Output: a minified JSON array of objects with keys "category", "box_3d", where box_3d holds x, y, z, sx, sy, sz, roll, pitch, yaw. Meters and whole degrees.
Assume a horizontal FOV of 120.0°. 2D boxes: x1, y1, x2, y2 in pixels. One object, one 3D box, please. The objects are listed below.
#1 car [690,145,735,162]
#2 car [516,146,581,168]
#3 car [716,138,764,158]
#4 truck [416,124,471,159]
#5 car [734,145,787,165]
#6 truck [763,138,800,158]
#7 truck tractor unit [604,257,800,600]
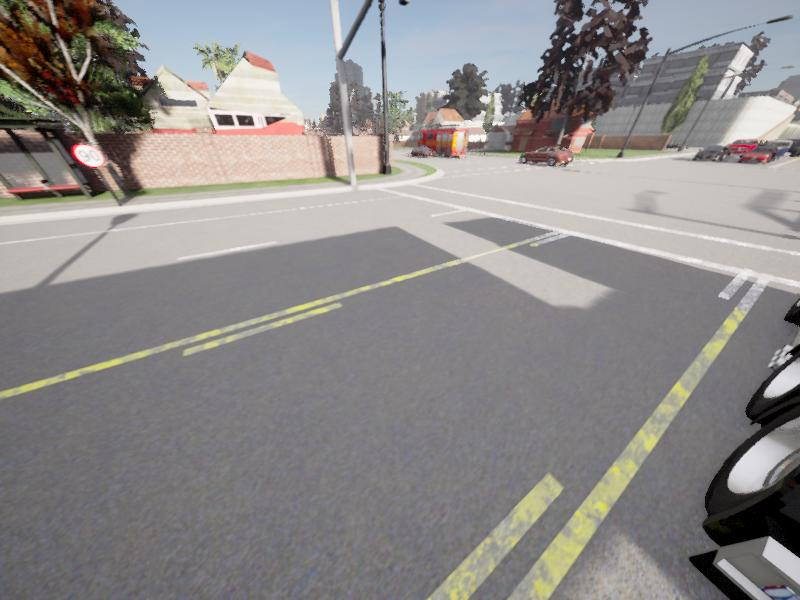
[{"category":"car","box_3d":[36.428,-17.106,26.947,4.892,1.490,1.837,-19,39,-25]},{"category":"car","box_3d":[14.918,-14.710,23.603,2.152,1.651,5.027,-16,37,-21]},{"category":"car","box_3d":[46.743,-20.887,31.744,5.566,2.045,2.150,-19,39,-24]},{"category":"truck","box_3d":[6.115,-23.610,34.428,2.891,3.827,8.468,-20,40,-25]},{"category":"car","box_3d":[38.036,-15.332,24.381,4.514,1.525,2.007,-19,39,-25]},{"category":"truck","box_3d":[52.583,-20.557,31.191,6.274,2.098,2.390,-19,39,-24]},{"category":"truck tractor unit","box_3d":[5.097,-0.313,0.809,6.516,4.208,3.053,-19,39,-25]}]
